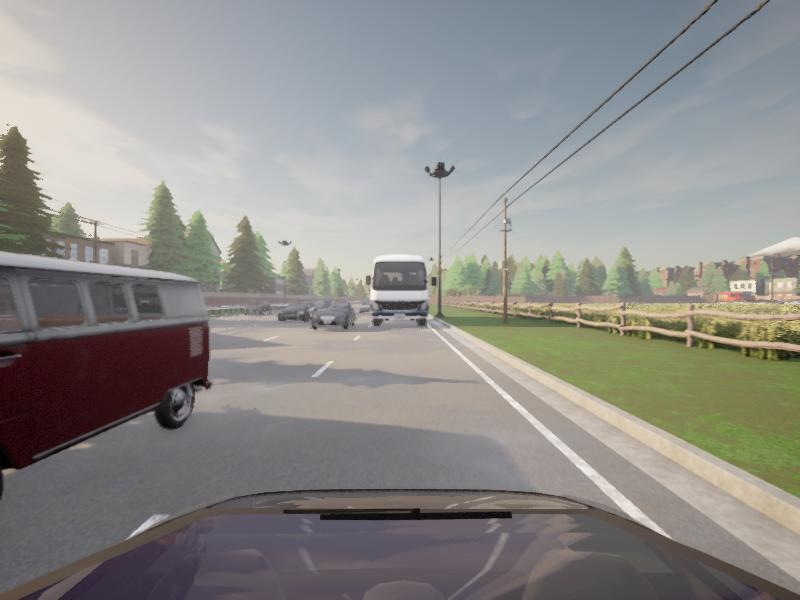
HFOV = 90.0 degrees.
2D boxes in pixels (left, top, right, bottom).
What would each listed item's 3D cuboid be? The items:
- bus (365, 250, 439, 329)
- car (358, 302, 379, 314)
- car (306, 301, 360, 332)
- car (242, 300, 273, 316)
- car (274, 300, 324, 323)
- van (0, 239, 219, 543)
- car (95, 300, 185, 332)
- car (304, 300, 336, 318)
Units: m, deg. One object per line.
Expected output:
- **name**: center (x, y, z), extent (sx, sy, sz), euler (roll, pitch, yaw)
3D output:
- **bus**: center (0.100, -0.578, 26.601), extent (3.944, 4.253, 10.273), euler (0, 0, 0)
- **car**: center (-3.461, 0.871, 44.533), extent (1.895, 1.301, 4.718), euler (0, 0, 1)
- **car**: center (-3.517, 0.800, 21.841), extent (2.128, 1.511, 4.902), euler (0, 0, 0)
- **car**: center (-14.030, 0.751, 39.680), extent (1.789, 1.549, 3.705), euler (0, 0, 0)
- **car**: center (-7.218, 0.775, 29.229), extent (2.038, 1.542, 4.974), euler (0, 0, 5)
- **van**: center (-3.503, 0.591, 3.553), extent (1.775, 1.987, 4.442), euler (0, 0, 0)
- **car**: center (-14.016, 0.792, 21.971), extent (2.007, 1.525, 4.514), euler (0, 0, 0)
- **car**: center (-7.028, 0.764, 35.600), extent (1.882, 1.535, 5.008), euler (0, 0, 0)
